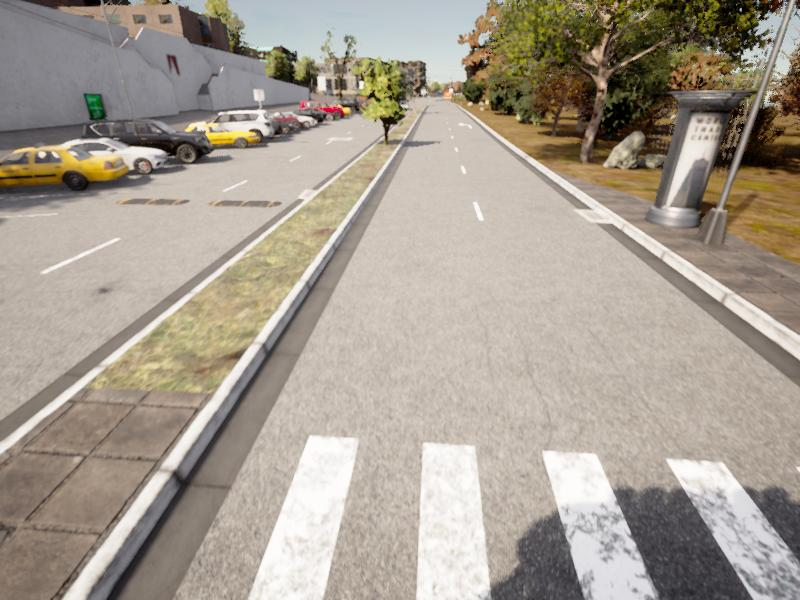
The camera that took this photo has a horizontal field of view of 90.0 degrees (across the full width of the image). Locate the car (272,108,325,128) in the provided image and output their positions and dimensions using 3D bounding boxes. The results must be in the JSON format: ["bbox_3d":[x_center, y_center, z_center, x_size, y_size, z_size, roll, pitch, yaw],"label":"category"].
[{"bbox_3d":[-10.358,-18.679,40.967,5.008,1.535,2.097,-8,29,-13],"label":"car"}]

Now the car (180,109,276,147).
[{"bbox_3d":[-11.619,-11.916,27.609,5.566,2.045,2.435,-8,28,-13],"label":"car"}]

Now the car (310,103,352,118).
[{"bbox_3d":[-9.319,-25.666,54.131,5.366,1.575,1.946,-8,29,-13],"label":"car"}]

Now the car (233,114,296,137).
[{"bbox_3d":[-11.102,-14.445,33.060,4.674,1.452,2.002,-8,28,-13],"label":"car"}]

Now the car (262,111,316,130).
[{"bbox_3d":[-10.612,-17.242,38.345,4.674,1.452,2.002,-8,28,-13],"label":"car"}]

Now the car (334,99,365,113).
[{"bbox_3d":[-8.133,-31.378,64.709,4.553,1.767,2.185,-8,29,-13],"label":"car"}]

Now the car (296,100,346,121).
[{"bbox_3d":[-9.609,-23.119,48.787,5.566,2.045,2.435,-8,28,-13],"label":"car"}]

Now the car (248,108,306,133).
[{"bbox_3d":[-10.888,-15.986,35.618,4.553,1.767,2.185,-8,28,-13],"label":"car"}]

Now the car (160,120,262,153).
[{"bbox_3d":[-11.658,-10.342,25.121,5.366,1.575,1.946,-8,28,-13],"label":"car"}]

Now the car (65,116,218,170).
[{"bbox_3d":[-12.301,-7.787,19.663,5.566,2.045,2.435,-8,28,-13],"label":"car"}]

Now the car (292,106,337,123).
[{"bbox_3d":[-9.848,-21.468,46.274,4.792,1.488,2.163,-8,28,-13],"label":"car"}]

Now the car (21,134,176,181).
[{"bbox_3d":[-12.574,-6.153,17.122,4.674,1.452,2.002,-8,28,-13],"label":"car"}]

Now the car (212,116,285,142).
[{"bbox_3d":[-11.371,-13.055,30.387,4.792,1.488,2.163,-8,29,-13],"label":"car"}]

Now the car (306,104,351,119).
[{"bbox_3d":[-9.207,-24.322,51.578,5.366,1.575,1.946,-8,28,-13],"label":"car"}]

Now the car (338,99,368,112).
[{"bbox_3d":[-7.951,-32.760,67.350,4.553,1.767,2.185,-8,28,-13],"label":"car"}]

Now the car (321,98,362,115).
[{"bbox_3d":[-8.681,-28.697,59.338,5.566,2.045,2.435,-8,29,-13],"label":"car"}]

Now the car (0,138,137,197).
[{"bbox_3d":[-12.991,-4.795,14.391,5.366,1.575,1.946,-8,28,-13],"label":"car"}]
